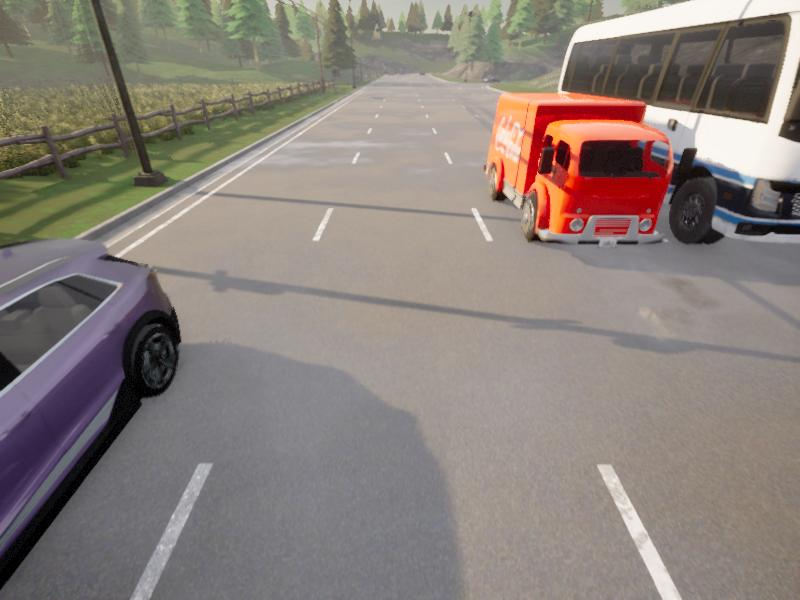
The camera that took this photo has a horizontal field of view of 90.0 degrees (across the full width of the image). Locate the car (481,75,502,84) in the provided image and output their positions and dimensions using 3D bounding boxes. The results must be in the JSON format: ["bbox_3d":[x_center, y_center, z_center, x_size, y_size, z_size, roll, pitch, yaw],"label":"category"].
[{"bbox_3d":[18.021,-43.398,78.703,2.128,1.511,4.902,21,36,31],"label":"car"}]

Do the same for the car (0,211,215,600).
[{"bbox_3d":[-3.461,0.949,2.760,2.033,1.649,4.856,0,30,0],"label":"car"}]

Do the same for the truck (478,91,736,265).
[{"bbox_3d":[3.559,-2.996,8.666,2.627,2.467,5.204,0,30,0],"label":"truck"}]

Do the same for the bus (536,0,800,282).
[{"bbox_3d":[7.183,-4.725,9.858,3.944,4.253,10.273,0,30,0],"label":"bus"}]
